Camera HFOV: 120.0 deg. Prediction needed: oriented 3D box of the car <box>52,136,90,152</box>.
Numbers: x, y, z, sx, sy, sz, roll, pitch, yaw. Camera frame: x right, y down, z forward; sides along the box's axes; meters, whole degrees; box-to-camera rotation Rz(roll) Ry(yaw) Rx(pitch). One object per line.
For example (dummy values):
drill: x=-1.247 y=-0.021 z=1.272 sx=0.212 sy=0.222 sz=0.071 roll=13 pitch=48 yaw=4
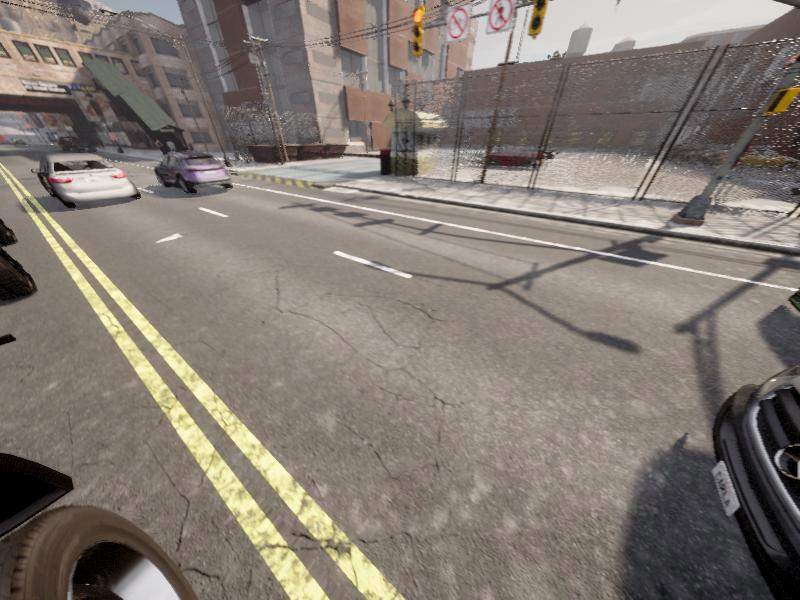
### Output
car: x=-56.186 y=-26.665 z=39.449 sx=5.566 sy=2.045 sz=2.435 roll=21 pitch=40 yaw=27

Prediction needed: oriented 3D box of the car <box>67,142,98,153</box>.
car: x=-50.014 y=-23.995 z=36.348 sx=4.718 sy=1.301 sz=1.895 roll=21 pitch=40 yaw=27

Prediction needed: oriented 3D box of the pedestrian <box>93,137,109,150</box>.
pedestrian: x=-50.630 y=-26.503 z=39.101 sx=0.751 sy=1.860 sz=0.751 roll=21 pitch=40 yaw=27

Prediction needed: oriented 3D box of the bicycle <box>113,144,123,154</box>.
bicycle: x=-39.582 y=-21.207 z=32.433 sx=1.643 sy=1.024 sz=0.373 roll=21 pitch=30 yaw=27

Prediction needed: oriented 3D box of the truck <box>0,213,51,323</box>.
truck: x=-8.848 y=-1.185 z=3.695 sx=6.274 sy=2.098 sz=2.390 roll=21 pitch=40 yaw=27

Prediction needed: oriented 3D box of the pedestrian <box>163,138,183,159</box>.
pedestrian: x=-24.513 y=-16.386 z=24.968 sx=0.751 sy=1.860 sz=0.751 roll=22 pitch=41 yaw=28

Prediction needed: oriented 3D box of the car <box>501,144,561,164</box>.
car: x=13.575 y=-15.324 z=24.104 sx=5.008 sy=1.535 sz=2.097 roll=21 pitch=40 yaw=27

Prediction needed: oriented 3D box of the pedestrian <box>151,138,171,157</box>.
pedestrian: x=-28.268 y=-18.052 z=27.300 sx=0.751 sy=1.860 sz=0.751 roll=19 pitch=40 yaw=25

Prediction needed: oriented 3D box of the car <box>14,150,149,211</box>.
car: x=-13.245 y=-5.155 z=9.644 sx=4.611 sy=1.667 sz=2.242 roll=21 pitch=40 yaw=27

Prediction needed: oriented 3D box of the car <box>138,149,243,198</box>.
car: x=-10.527 y=-6.517 z=11.621 sx=4.856 sy=1.649 sz=2.033 roll=22 pitch=41 yaw=27

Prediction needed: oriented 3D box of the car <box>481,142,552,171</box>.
car: x=9.411 y=-11.764 z=18.835 sx=4.553 sy=1.767 sz=2.185 roll=21 pitch=40 yaw=27

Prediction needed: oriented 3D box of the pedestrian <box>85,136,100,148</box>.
pedestrian: x=-61.064 y=-31.348 z=45.881 sx=0.751 sy=1.860 sz=0.751 roll=16 pitch=38 yaw=21

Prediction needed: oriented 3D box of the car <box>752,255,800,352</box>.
car: x=7.251 y=0.602 z=1.760 sx=4.514 sy=1.525 sz=2.007 roll=23 pitch=41 yaw=29
